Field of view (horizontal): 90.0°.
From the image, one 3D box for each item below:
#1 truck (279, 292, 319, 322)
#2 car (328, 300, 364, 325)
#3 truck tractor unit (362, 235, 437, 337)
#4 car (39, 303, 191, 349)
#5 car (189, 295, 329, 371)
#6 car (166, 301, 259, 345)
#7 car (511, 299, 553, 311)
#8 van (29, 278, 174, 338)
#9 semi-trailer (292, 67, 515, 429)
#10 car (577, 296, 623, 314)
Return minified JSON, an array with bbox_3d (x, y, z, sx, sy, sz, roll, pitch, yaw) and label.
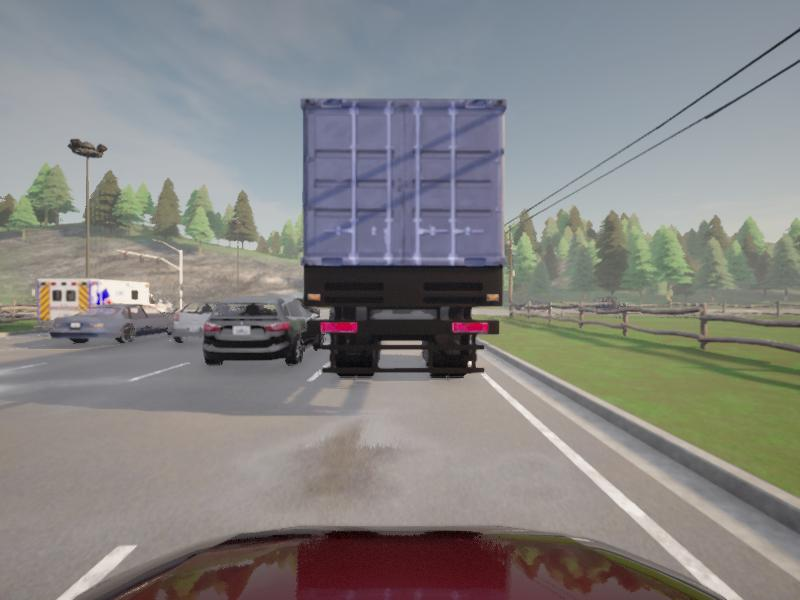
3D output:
[{"bbox_3d":[-7.661,0.457,30.965,2.390,2.098,6.274,0,0,-9],"label":"truck"},{"bbox_3d":[-3.555,0.769,26.931,1.837,1.490,4.892,0,0,-1],"label":"car"},{"bbox_3d":[-0.033,-0.563,19.934,3.053,4.208,6.516,-1,0,0],"label":"truck tractor unit"},{"bbox_3d":[-10.500,0.852,15.456,2.033,1.411,5.357,0,0,0],"label":"car"},{"bbox_3d":[-3.501,0.725,11.068,2.242,1.667,4.611,0,0,0],"label":"car"},{"bbox_3d":[-7.001,0.782,15.369,1.845,1.501,3.633,0,0,0],"label":"car"},{"bbox_3d":[17.434,0.695,53.020,4.892,1.490,1.837,0,0,0],"label":"car"},{"bbox_3d":[-14.000,0.323,19.553,2.351,2.431,6.366,0,0,0],"label":"van"},{"bbox_3d":[0.018,-0.656,12.003,2.717,4.402,14.254,0,0,0],"label":"semi-trailer"},{"bbox_3d":[21.201,0.526,42.491,3.866,1.878,1.905,0,0,1],"label":"car"}]
